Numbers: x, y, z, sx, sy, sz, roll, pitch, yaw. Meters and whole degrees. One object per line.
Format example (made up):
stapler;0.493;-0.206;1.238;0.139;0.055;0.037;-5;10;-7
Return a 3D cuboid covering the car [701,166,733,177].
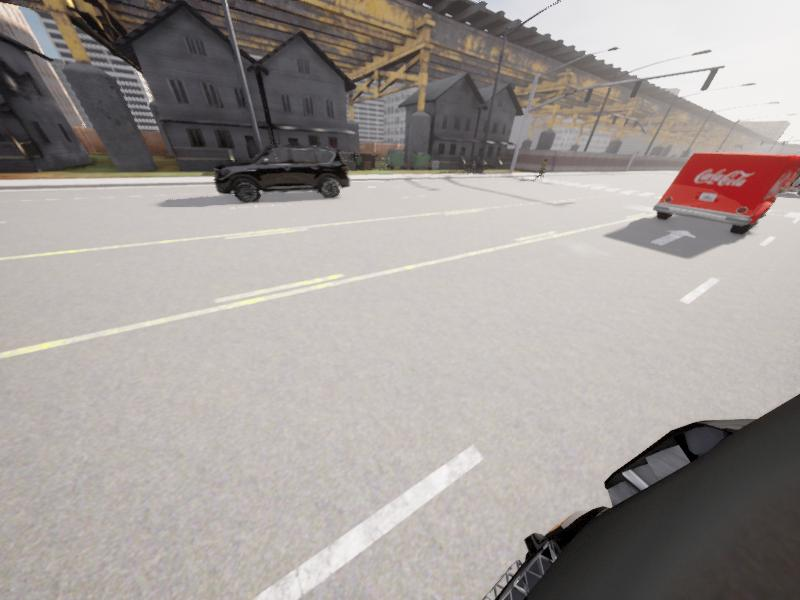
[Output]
car;55.301;-22.423;40.305;5.357;1.411;2.033;-16;38;-25

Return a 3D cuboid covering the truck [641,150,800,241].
truck;12.987;-4.300;9.094;5.204;2.467;2.627;-15;38;-25

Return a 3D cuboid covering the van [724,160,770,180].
van;54.227;-20.313;36.127;6.366;2.431;2.351;-16;38;-25

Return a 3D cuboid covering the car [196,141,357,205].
car;-5.032;-5.717;10.321;5.566;2.045;2.150;-16;38;-26

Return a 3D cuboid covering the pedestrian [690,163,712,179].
pedestrian;40.917;-17.501;31.420;0.751;1.860;0.751;-3;34;-9

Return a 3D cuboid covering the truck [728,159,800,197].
truck;33.992;-10.881;20.470;2.627;2.467;5.204;10;35;13

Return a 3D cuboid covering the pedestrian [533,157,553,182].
pedestrian;12.776;-11.673;20.659;0.751;1.860;0.751;-25;42;-35

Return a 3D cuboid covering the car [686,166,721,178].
car;48.736;-20.575;37.061;5.357;1.411;2.033;-16;38;-25

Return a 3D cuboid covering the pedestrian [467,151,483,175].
pedestrian;7.138;-13.069;22.079;0.751;1.860;0.751;-10;36;-19
